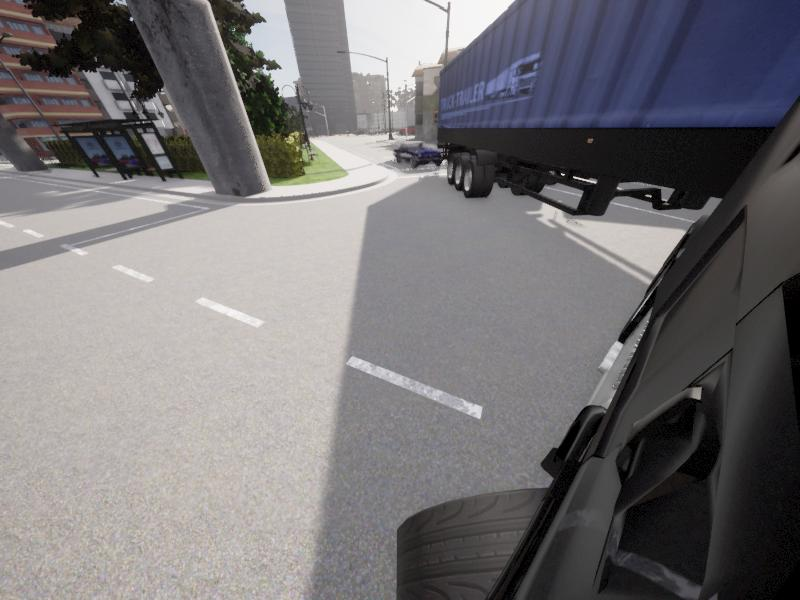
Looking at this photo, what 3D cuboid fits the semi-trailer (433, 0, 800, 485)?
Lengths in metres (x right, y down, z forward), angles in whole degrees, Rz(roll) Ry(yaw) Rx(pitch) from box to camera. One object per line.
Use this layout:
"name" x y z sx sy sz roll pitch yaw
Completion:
"semi-trailer" 3.659 -4.747 6.025 2.717 4.402 14.254 -4 37 -2

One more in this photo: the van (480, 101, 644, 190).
"van" 6.413 -7.122 10.579 1.988 2.561 5.915 -12 38 -13

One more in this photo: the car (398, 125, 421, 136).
"car" 2.449 -43.420 59.131 5.566 2.045 2.150 14 40 21

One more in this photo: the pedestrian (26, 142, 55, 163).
"pedestrian" -38.949 -15.979 25.044 0.751 1.860 0.751 17 41 24

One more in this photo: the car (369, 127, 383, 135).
"car" -8.477 -59.188 80.677 2.150 2.045 5.566 15 40 22

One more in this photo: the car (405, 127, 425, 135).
"car" 3.939 -45.171 61.793 5.008 1.535 1.882 14 40 21

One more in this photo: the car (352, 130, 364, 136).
"car" -14.043 -56.665 78.118 1.816 1.474 4.193 15 40 21

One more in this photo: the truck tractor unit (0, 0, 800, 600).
"truck tractor unit" 2.645 -0.295 0.351 6.516 4.208 3.053 -28 44 -30

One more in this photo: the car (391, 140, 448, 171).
"car" 1.102 -9.618 15.202 1.895 1.301 4.718 -14 39 -15
